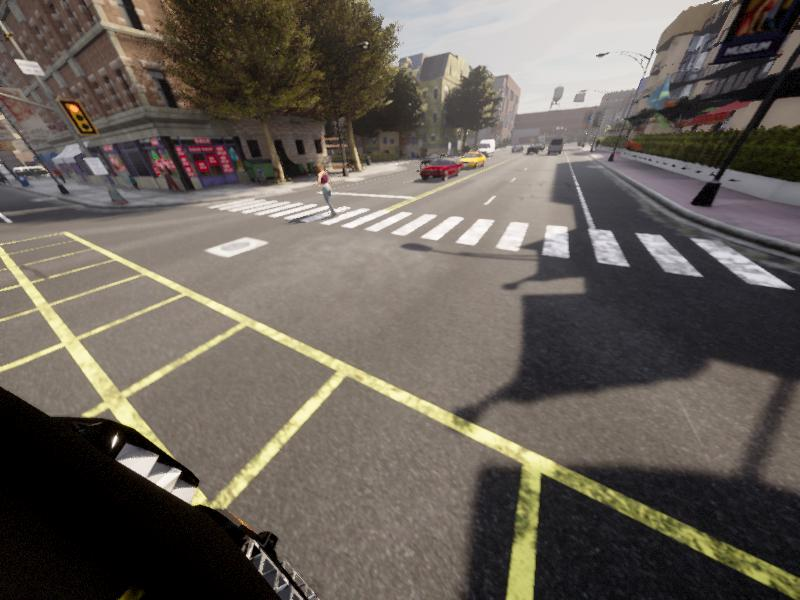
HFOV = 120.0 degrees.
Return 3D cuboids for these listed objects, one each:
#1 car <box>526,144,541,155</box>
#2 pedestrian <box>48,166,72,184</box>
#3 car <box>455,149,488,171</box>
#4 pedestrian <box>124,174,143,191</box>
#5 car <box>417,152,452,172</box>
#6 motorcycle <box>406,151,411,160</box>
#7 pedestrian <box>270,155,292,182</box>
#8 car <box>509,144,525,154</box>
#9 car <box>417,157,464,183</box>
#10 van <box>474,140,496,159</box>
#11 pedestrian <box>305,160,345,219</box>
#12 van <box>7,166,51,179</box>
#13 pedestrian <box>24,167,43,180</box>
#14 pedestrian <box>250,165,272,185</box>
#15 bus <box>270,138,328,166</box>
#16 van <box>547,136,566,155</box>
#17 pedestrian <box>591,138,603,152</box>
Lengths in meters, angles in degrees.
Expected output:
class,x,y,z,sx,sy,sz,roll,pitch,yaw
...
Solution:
class,x,y,z,sx,sy,sz,roll,pitch,yaw
car,24.853,-28.060,42.997,1.837,1.490,4.892,16,38,26
pedestrian,-40.731,-14.949,27.678,0.751,1.860,0.751,16,38,26
car,7.425,-14.453,23.751,1.801,1.575,5.366,16,38,26
pedestrian,-21.196,-9.338,18.381,0.500,1.100,0.500,18,39,29
car,3.689,-14.557,24.278,1.837,1.490,4.892,16,37,26
motorcycle,1.620,-28.063,44.763,0.764,1.277,2.356,-11,33,7
pedestrian,-9.859,-10.914,19.186,0.751,1.860,0.751,13,37,23
car,24.855,-31.982,48.894,2.128,1.511,4.902,16,38,26
car,3.232,-10.104,17.775,1.895,1.301,4.718,16,38,26
van,14.869,-26.284,40.148,1.988,2.561,5.915,16,38,26
pedestrian,-2.776,-4.149,8.707,0.751,1.860,0.751,16,38,26
van,-79.053,-27.204,49.304,2.069,2.038,4.480,18,39,29
pedestrian,-63.114,-21.832,39.804,0.751,1.860,0.751,10,36,19
pedestrian,-10.662,-9.584,17.750,0.751,1.300,0.751,9,35,18
bus,-19.868,-29.082,45.522,10.273,4.253,3.944,16,38,26
van,27.218,-26.991,40.251,1.988,2.561,5.915,16,38,26
pedestrian,31.348,-24.683,36.742,0.751,1.860,0.751,23,42,34
